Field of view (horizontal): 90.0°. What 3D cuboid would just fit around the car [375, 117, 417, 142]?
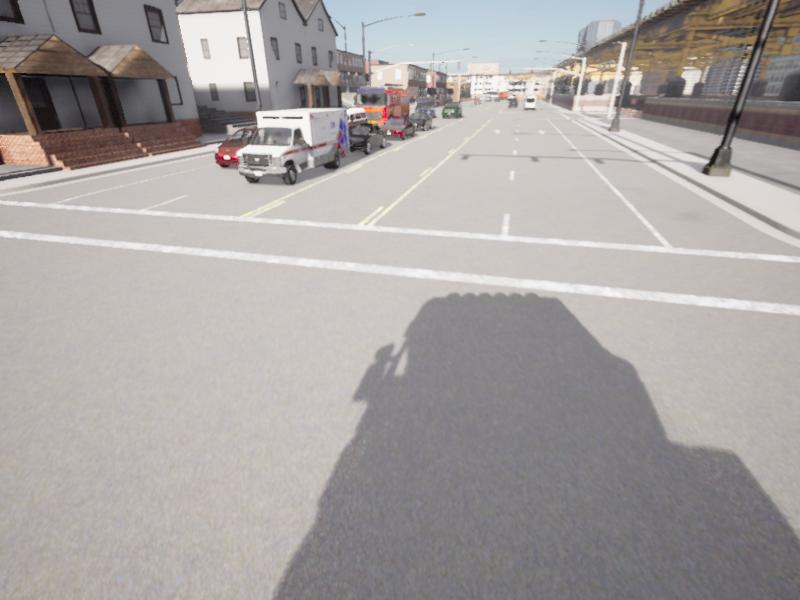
[{"bbox_3d":[-0.209,-12.866,30.037,1.994,1.385,4.181,8,28,15],"label":"car"}]

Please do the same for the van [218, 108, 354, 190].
[{"bbox_3d":[-4.243,-6.557,16.707,2.351,2.431,6.366,7,28,14],"label":"van"}]

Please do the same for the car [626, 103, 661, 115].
[{"bbox_3d":[36.208,-28.435,59.487,4.974,1.542,2.038,-16,31,-27],"label":"car"}]

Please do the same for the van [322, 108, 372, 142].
[{"bbox_3d":[-3.820,-13.206,30.012,2.069,2.038,4.480,7,28,14],"label":"van"}]

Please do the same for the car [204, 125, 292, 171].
[{"bbox_3d":[-7.136,-7.409,19.293,1.851,1.617,3.988,7,28,14],"label":"car"}]

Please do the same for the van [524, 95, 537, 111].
[{"bbox_3d":[25.699,-38.930,78.934,1.988,2.561,5.915,7,28,14],"label":"van"}]

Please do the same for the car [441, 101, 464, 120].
[{"bbox_3d":[7.049,-25.497,53.683,2.150,2.045,5.566,7,28,14],"label":"car"}]

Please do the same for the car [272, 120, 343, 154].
[{"bbox_3d":[-5.501,-10.116,24.621,2.128,1.511,4.902,7,28,14],"label":"car"}]

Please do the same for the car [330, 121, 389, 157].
[{"bbox_3d":[-2.215,-9.561,23.521,1.837,1.490,4.892,7,28,14],"label":"car"}]

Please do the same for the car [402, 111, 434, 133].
[{"bbox_3d":[1.744,-16.265,36.461,1.837,1.490,4.892,7,28,14],"label":"car"}]

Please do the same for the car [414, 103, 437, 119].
[{"bbox_3d":[3.459,-25.431,53.891,2.097,1.767,4.553,7,28,14],"label":"car"}]

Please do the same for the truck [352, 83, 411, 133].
[{"bbox_3d":[-1.442,-18.046,37.414,2.891,3.827,8.468,7,28,14],"label":"truck"}]
